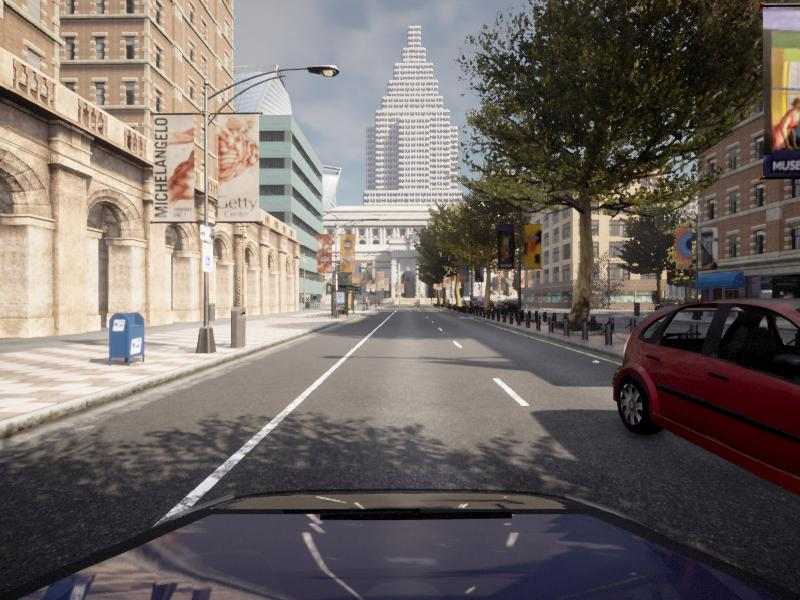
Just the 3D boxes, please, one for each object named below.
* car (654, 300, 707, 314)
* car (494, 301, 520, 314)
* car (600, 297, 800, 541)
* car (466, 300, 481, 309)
[{"bbox_3d":[33.273,0.826,47.544,4.974,1.542,2.038,0,0,-1],"label":"car"},{"bbox_3d":[12.439,0.870,46.770,1.812,1.442,4.674,0,0,0],"label":"car"},{"bbox_3d":[3.587,0.788,3.390,1.851,1.617,3.988,0,0,1],"label":"car"},{"bbox_3d":[12.915,0.823,70.753,1.882,1.535,5.008,0,0,1],"label":"car"}]
